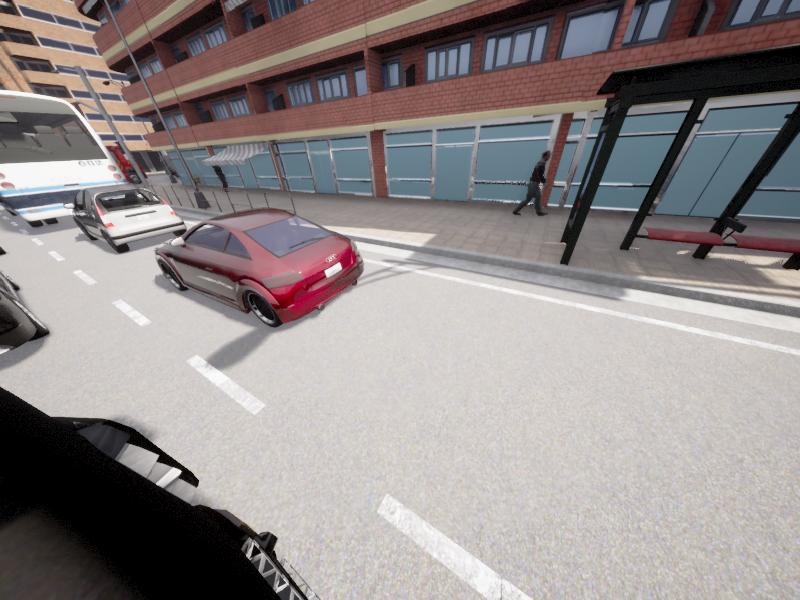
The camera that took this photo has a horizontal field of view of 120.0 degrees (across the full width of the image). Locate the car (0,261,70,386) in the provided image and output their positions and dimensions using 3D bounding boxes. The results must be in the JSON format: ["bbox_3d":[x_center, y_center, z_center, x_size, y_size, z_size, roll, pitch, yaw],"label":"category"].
[{"bbox_3d":[-7.291,-0.091,3.169,5.238,1.638,1.930,16,38,26],"label":"car"}]

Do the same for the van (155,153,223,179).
[{"bbox_3d":[-28.275,-18.244,31.328,1.988,2.561,5.915,16,38,26],"label":"van"}]

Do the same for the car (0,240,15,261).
[{"bbox_3d":[-13.675,-1.920,6.392,4.611,1.667,2.242,16,38,26],"label":"car"}]

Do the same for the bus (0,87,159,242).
[{"bbox_3d":[-16.818,-6.030,10.494,10.273,4.253,3.944,16,38,26],"label":"bus"}]

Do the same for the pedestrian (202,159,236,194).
[{"bbox_3d":[-11.209,-7.690,14.402,0.751,1.860,0.751,0,34,4],"label":"pedestrian"}]

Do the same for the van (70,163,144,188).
[{"bbox_3d":[-32.431,-14.014,25.782,1.775,1.987,4.442,16,38,26],"label":"van"}]

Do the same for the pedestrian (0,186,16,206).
[{"bbox_3d":[-26.680,-6.911,15.213,0.751,1.300,0.751,-26,40,-31],"label":"pedestrian"}]

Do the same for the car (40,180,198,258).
[{"bbox_3d":[-8.838,-2.756,7.334,3.988,1.617,1.851,16,38,26],"label":"car"}]

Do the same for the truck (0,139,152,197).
[{"bbox_3d":[-29.492,-12.700,21.910,2.891,3.827,8.468,-6,34,-5],"label":"truck"}]

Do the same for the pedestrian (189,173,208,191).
[{"bbox_3d":[-14.385,-8.434,16.488,0.500,1.100,0.500,17,38,27],"label":"pedestrian"}]

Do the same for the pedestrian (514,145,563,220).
[{"bbox_3d":[4.021,-3.421,6.788,0.751,1.860,0.751,16,38,26],"label":"pedestrian"}]

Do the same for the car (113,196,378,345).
[{"bbox_3d":[-2.783,-0.949,4.357,4.181,1.385,1.994,15,37,25],"label":"car"}]
